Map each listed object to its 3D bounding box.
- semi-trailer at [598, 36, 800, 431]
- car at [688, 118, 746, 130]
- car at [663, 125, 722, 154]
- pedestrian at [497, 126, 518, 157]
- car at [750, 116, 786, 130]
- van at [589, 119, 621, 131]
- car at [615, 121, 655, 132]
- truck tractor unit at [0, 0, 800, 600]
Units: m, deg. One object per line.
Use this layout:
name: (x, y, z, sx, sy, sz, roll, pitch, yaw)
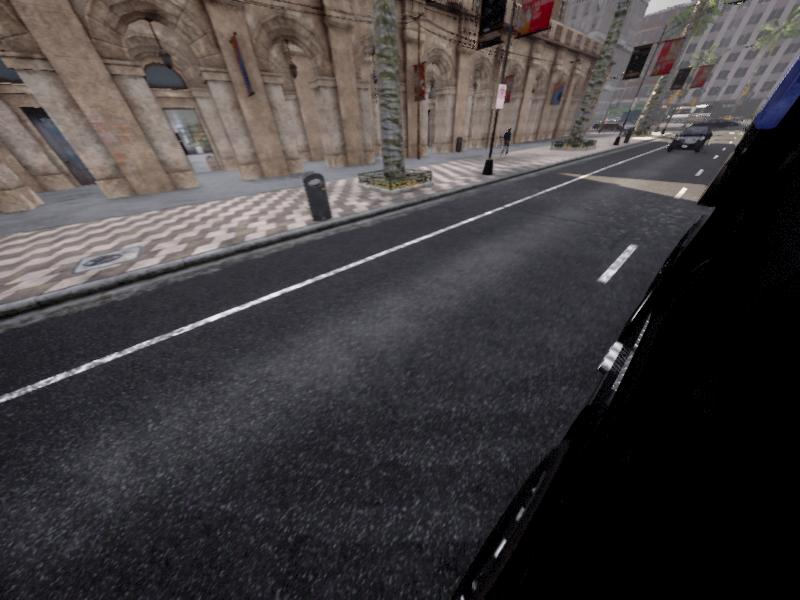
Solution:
semi-trailer: (8.701, -3.598, 4.233, 14.254, 4.402, 2.717, -28, 43, -30)
car: (53.043, -29.612, 38.884, 5.357, 1.411, 2.033, 14, 40, 21)
car: (21.001, -11.583, 16.607, 3.633, 1.501, 1.845, -27, 43, -29)
pedestrian: (8.063, -11.936, 17.389, 0.751, 1.860, 0.751, -28, 44, -30)
car: (52.797, -25.449, 33.207, 4.792, 1.488, 2.163, -28, 43, -29)
van: (45.900, -39.193, 51.762, 2.069, 2.038, 4.480, -27, 43, -29)
car: (44.803, -33.203, 44.179, 2.038, 1.542, 4.974, -28, 43, -30)
truck tractor unit: (2.645, -0.295, 0.351, 6.516, 4.208, 3.053, -28, 44, -30)
